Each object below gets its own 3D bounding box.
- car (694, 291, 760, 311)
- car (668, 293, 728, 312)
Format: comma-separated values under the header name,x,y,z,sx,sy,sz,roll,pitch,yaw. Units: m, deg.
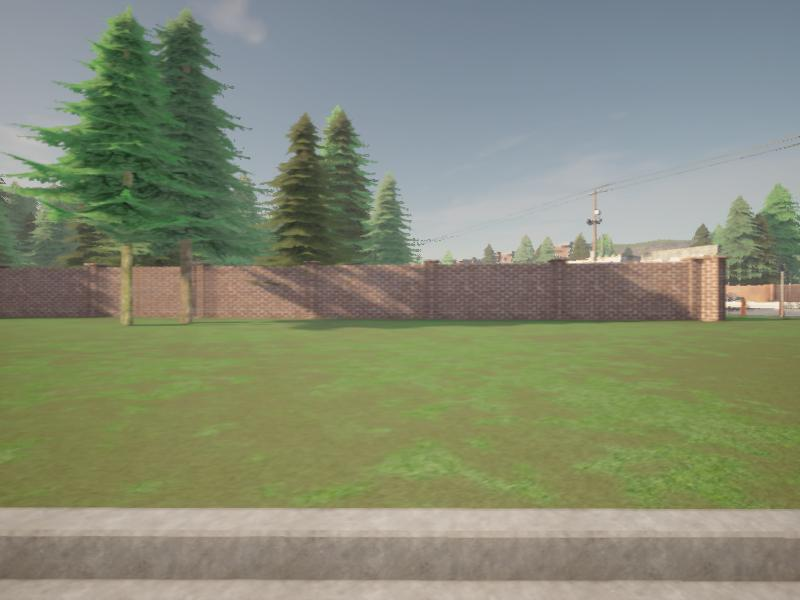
name,x,y,z,sx,sy,sz,roll,pitch,yaw
car,31.396,0.093,38.534,2.097,1.767,4.553,0,0,-34
car,27.270,0.187,36.740,1.851,1.617,3.988,0,0,-25
